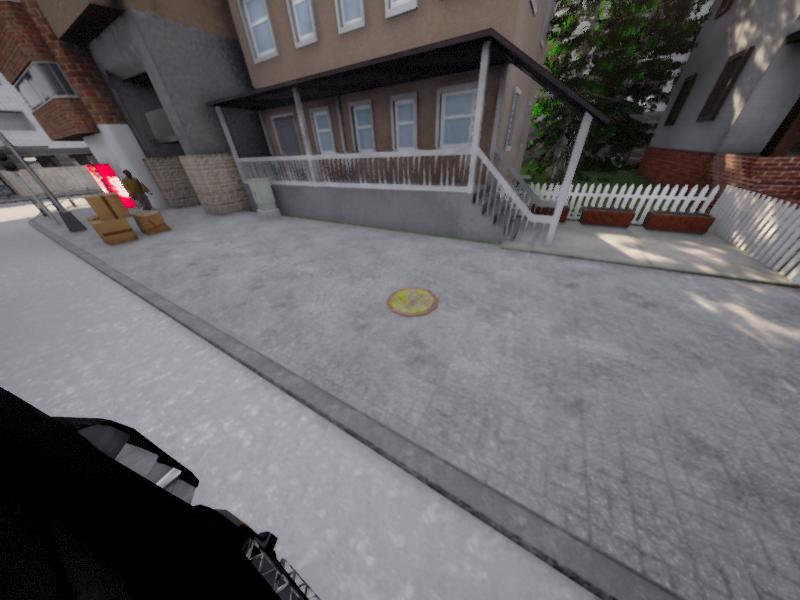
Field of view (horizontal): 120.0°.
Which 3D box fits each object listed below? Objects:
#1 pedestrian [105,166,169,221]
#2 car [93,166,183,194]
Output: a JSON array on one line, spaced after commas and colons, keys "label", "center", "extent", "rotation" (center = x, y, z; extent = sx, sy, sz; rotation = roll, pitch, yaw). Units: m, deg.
[{"label": "pedestrian", "center": [-10.451, -4.241, 9.257], "extent": [0.751, 1.860, 0.751], "rotation": [11, 36, 20]}, {"label": "car", "center": [-23.103, -10.843, 20.635], "extent": [2.242, 1.667, 4.611], "rotation": [16, 38, 26]}]
